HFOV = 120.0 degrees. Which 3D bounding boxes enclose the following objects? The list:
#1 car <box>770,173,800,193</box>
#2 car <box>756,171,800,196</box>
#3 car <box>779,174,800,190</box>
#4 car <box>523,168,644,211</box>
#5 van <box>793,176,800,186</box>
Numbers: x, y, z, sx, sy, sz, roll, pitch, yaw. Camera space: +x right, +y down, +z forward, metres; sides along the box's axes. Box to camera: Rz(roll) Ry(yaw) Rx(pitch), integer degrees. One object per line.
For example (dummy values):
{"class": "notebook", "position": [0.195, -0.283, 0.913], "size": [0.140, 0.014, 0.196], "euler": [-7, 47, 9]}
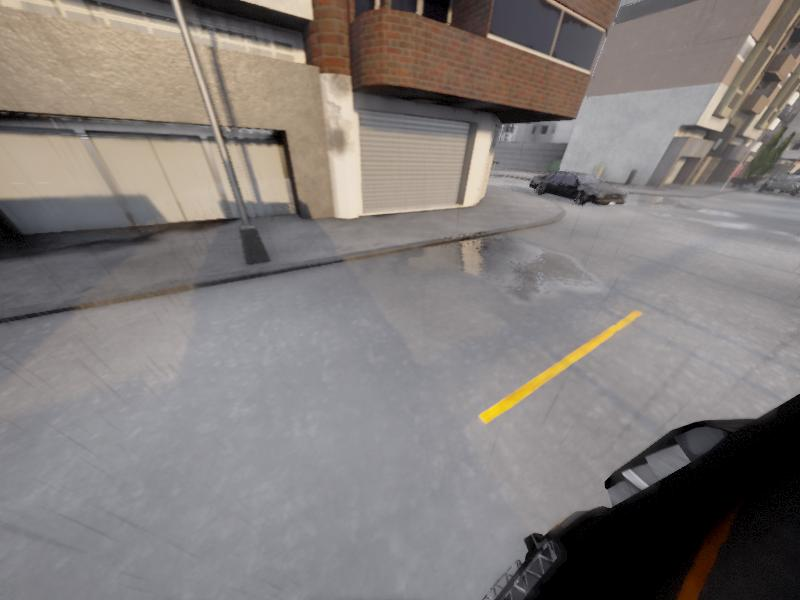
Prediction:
{"class": "car", "position": [42.200, -12.575, 24.707], "size": [5.366, 1.575, 1.801], "euler": [-16, 38, -26]}
{"class": "car", "position": [36.052, -10.910, 21.532], "size": [4.553, 1.767, 2.097], "euler": [-16, 38, -26]}
{"class": "car", "position": [48.172, -14.232, 27.759], "size": [3.806, 1.475, 1.970], "euler": [-16, 38, -26]}
{"class": "car", "position": [9.811, -6.452, 13.129], "size": [2.033, 1.411, 5.357], "euler": [-4, 34, -11]}
{"class": "van", "position": [59.082, -17.551, 33.137], "size": [4.442, 1.987, 1.775], "euler": [-16, 38, -26]}
